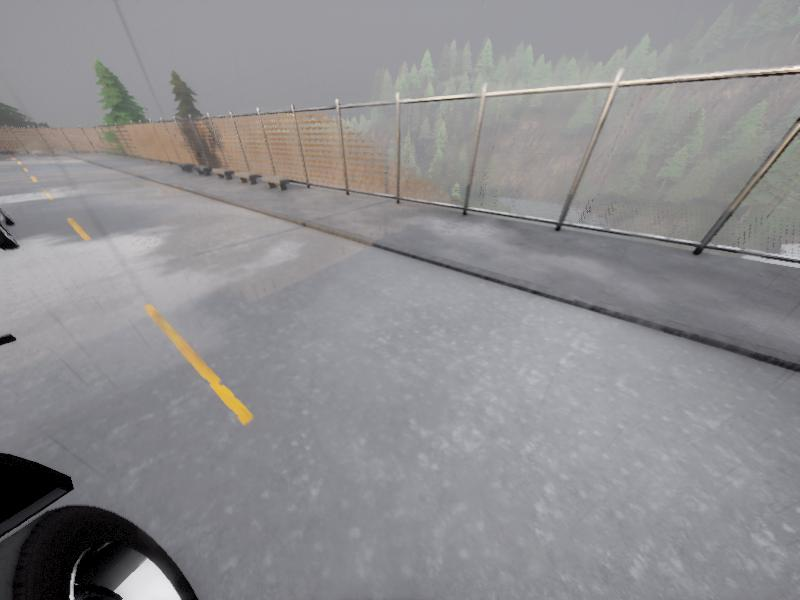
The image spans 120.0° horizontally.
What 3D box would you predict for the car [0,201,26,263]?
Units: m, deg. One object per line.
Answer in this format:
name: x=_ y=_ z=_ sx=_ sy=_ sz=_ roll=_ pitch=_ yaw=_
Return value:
car: x=-11.043 y=-2.022 z=5.265 sx=5.238 sy=1.638 sz=1.930 roll=22 pitch=41 yaw=28
